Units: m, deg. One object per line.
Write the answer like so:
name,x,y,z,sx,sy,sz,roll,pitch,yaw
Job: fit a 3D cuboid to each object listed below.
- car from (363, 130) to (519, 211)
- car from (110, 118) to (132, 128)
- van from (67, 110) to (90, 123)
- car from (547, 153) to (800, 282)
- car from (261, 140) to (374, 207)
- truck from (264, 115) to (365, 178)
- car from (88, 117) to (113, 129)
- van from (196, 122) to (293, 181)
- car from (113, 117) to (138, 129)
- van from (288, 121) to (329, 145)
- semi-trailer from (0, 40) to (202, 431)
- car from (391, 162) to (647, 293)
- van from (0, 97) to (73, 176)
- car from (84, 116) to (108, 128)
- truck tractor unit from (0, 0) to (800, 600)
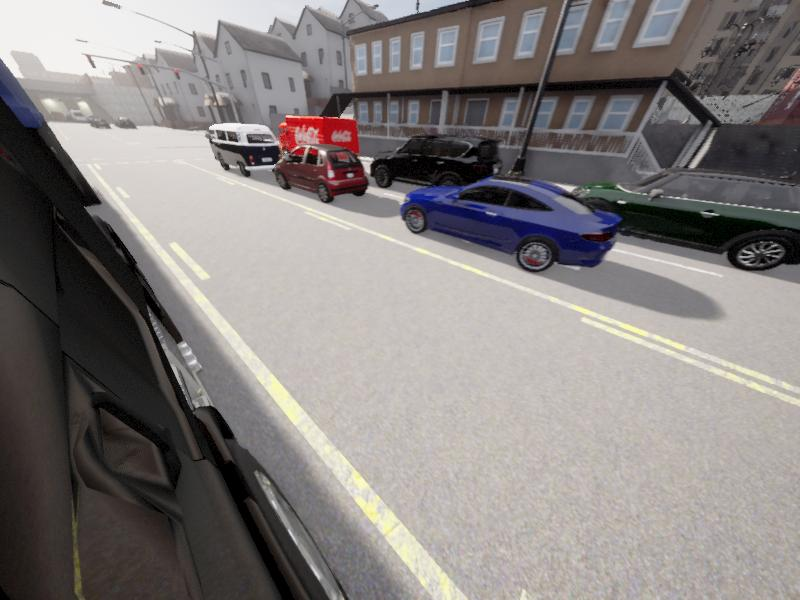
car,1.273,-5.484,9.369,5.566,2.045,2.150,28,44,30
car,-58.320,-36.986,48.270,4.674,1.442,1.812,27,43,29
van,-82.539,-47.085,59.303,5.915,2.561,1.988,27,43,29
car,6.826,-2.448,5.868,4.553,1.767,2.097,28,44,30
car,-3.095,-4.911,8.692,3.988,1.617,1.851,28,44,30
truck,-4.814,-8.811,13.084,5.204,2.467,2.627,29,44,31
car,-54.243,-32.035,41.831,4.514,1.525,2.007,28,44,30
van,-7.796,-7.584,11.611,4.480,2.038,2.069,28,44,30
car,-53.213,-34.275,44.774,4.611,1.667,2.242,28,44,30
van,-12.131,-22.445,30.983,1.775,1.987,4.442,27,52,29
semi-trailer,-8.718,-3.587,4.214,14.254,4.402,2.717,28,44,30
car,2.155,-2.047,5.328,4.674,1.442,1.812,28,44,30
van,-17.886,-7.683,10.687,5.915,2.561,1.988,28,44,30
car,-59.673,-34.968,45.318,5.238,1.638,1.930,27,43,29
truck tractor unit,-2.645,-0.295,0.351,6.516,4.208,3.053,28,44,30
